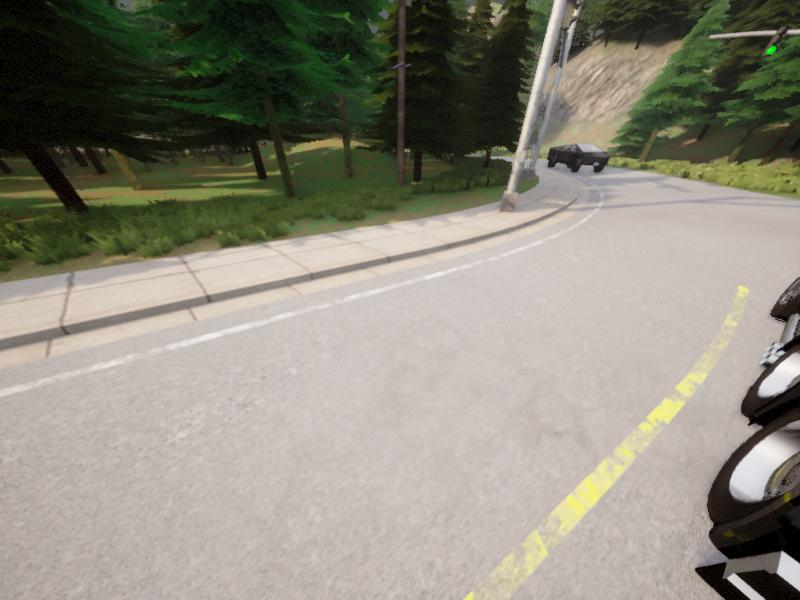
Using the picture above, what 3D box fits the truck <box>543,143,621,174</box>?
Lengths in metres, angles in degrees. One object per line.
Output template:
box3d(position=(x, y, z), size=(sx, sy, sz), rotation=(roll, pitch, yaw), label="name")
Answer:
box3d(position=(16.214, -13.180, 21.286), size=(2.390, 2.098, 6.274), rotation=(1, 35, 2), label="truck")

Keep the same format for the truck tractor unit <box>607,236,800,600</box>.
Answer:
box3d(position=(5.065, -0.343, 0.849), size=(6.516, 4.208, 3.053), rotation=(-20, 40, -26), label="truck tractor unit")
